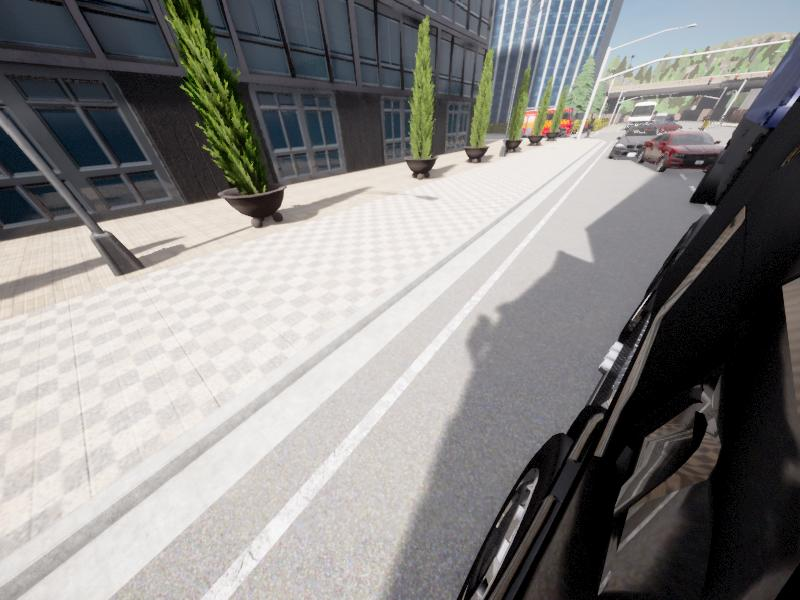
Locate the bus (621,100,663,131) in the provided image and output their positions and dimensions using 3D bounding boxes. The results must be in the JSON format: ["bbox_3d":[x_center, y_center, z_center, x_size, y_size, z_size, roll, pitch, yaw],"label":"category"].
[{"bbox_3d":[47.628,-36.320,45.661,3.944,4.253,10.273,24,44,31],"label":"bus"}]

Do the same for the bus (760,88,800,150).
[{"bbox_3d":[29.343,-12.147,14.503,3.944,4.253,10.273,24,44,31],"label":"bus"}]

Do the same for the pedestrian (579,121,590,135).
[{"bbox_3d":[30.965,-28.979,38.838,0.751,1.860,0.751,23,44,30],"label":"pedestrian"}]

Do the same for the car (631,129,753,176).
[{"bbox_3d":[13.782,-7.436,11.434,1.882,1.535,5.008,14,40,21],"label":"car"}]

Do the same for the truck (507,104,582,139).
[{"bbox_3d":[21.621,-27.046,35.232,8.468,3.827,2.891,25,45,32],"label":"truck"}]

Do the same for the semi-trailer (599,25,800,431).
[{"bbox_3d":[8.612,-3.662,4.311,14.254,4.402,2.717,-29,44,-31],"label":"semi-trailer"}]

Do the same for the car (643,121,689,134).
[{"bbox_3d":[38.788,-25.215,33.781,4.181,1.385,1.994,-7,37,-5],"label":"car"}]

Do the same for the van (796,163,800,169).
[{"bbox_3d":[17.142,-5.093,7.358,2.351,2.431,6.366,24,44,31],"label":"van"}]

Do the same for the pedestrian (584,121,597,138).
[{"bbox_3d":[25.727,-23.032,31.219,0.751,1.860,0.751,25,45,31],"label":"pedestrian"}]

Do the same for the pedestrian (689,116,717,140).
[{"bbox_3d":[30.827,-17.502,23.519,0.751,1.860,0.751,13,39,20],"label":"pedestrian"}]

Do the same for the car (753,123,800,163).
[{"bbox_3d":[21.891,-8.432,12.289,2.128,1.511,4.902,24,44,31],"label":"car"}]

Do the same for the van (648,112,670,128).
[{"bbox_3d":[55.758,-38.728,49.806,1.988,2.561,5.915,24,44,31],"label":"van"}]

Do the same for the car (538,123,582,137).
[{"bbox_3d":[25.507,-27.196,37.016,5.238,1.638,1.930,24,44,31],"label":"car"}]

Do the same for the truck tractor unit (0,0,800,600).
[{"bbox_3d":[2.645,-0.295,0.351,6.516,4.208,3.053,-28,44,-30],"label":"truck tractor unit"}]

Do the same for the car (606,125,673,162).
[{"bbox_3d":[15.316,-10.206,14.943,2.242,1.667,4.611,24,44,32],"label":"car"}]
